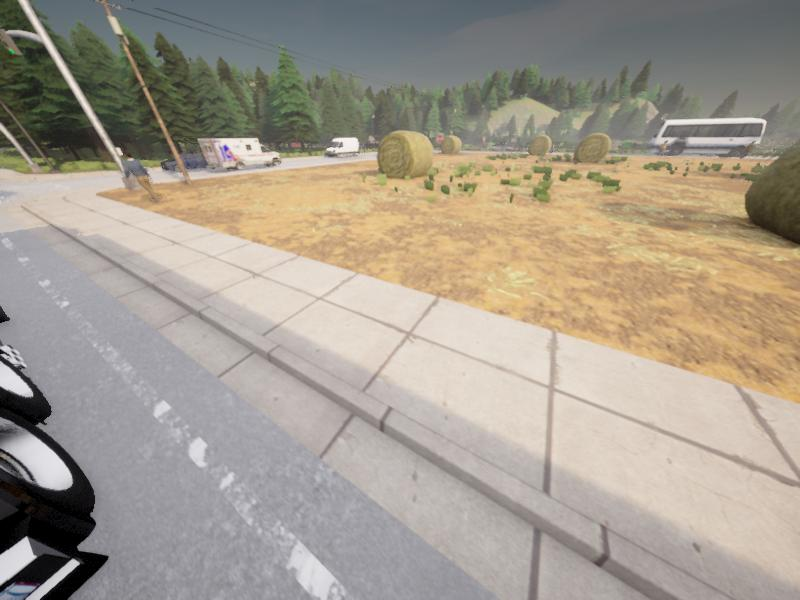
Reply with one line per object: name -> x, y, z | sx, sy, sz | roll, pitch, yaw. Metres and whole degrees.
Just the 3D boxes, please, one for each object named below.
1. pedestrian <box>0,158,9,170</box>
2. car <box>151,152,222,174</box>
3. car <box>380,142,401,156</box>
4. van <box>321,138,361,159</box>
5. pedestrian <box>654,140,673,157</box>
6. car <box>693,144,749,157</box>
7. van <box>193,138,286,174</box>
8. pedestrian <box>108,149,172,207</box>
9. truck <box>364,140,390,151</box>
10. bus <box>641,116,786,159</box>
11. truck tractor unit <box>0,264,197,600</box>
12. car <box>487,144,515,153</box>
pedestrian -> -36.476, -12.717, 20.639 | 0.751, 1.860, 0.751 | 22, 41, 29
car -> -19.305, -12.630, 21.155 | 1.994, 1.385, 4.181 | 19, 39, 25
car -> -1.551, -25.878, 39.577 | 1.905, 1.878, 3.866 | 19, 39, 25
van -> -8.775, -23.145, 35.145 | 1.988, 2.561, 5.915 | 19, 39, 25
pedestrian -> 34.629, -19.941, 30.398 | 0.751, 1.860, 0.751 | -18, 39, -24
car -> 45.650, -21.363, 32.993 | 4.193, 1.474, 1.816 | 21, 40, 27
van -> -14.589, -13.682, 21.699 | 2.351, 2.431, 6.366 | 19, 39, 25
pedestrian -> -9.904, -4.687, 8.883 | 0.751, 1.860, 0.751 | 18, 39, 24
truck -> -5.722, -38.682, 57.763 | 6.274, 2.098, 2.390 | 21, 40, 28
bus -> 41.024, -21.882, 31.346 | 10.273, 4.253, 3.944 | 21, 40, 27
truck tractor unit -> -5.112, -0.300, 0.779 | 6.516, 4.208, 3.053 | 18, 39, 24
car -> 20.562, -30.808, 46.931 | 4.718, 1.301, 1.895 | 21, 40, 27
